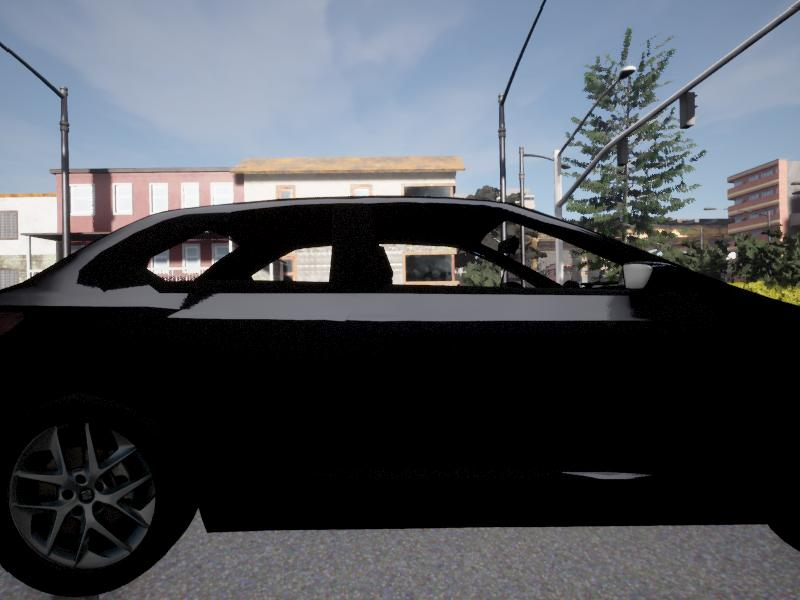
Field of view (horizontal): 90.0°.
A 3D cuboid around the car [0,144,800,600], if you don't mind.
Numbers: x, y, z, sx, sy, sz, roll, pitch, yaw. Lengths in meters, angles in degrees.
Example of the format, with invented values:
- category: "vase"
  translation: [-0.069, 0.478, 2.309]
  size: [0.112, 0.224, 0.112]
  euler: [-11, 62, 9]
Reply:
- category: "car"
  translation: [0.342, 0.254, 2.184]
  size: [4.193, 1.474, 1.816]
  euler: [0, 0, -1]

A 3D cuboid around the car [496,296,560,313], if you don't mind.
- category: "car"
  translation: [10.671, 0.359, 33.571]
  size: [4.718, 1.301, 1.895]
  euler: [-1, 0, 44]

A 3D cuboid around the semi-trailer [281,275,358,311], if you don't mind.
- category: "semi-trailer"
  translation: [-11.382, -0.817, 54.550]
  size: [14.254, 4.402, 2.717]
  euler: [-1, 0, 44]
